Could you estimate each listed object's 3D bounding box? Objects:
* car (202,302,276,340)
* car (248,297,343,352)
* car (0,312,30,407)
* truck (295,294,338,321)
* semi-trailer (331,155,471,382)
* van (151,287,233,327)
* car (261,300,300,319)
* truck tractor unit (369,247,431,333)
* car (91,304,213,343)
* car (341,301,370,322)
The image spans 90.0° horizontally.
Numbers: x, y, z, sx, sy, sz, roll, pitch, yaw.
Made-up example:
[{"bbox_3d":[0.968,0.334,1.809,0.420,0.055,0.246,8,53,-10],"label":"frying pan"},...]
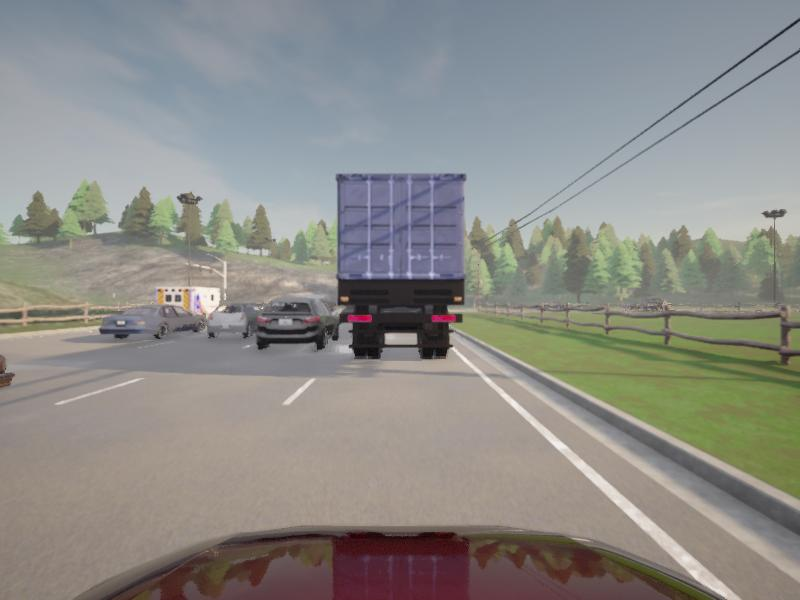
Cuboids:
[{"bbox_3d":[-7.000,0.843,17.847,1.845,1.501,3.633,0,0,0],"label":"car"},{"bbox_3d":[-3.500,0.763,14.477,2.242,1.667,4.611,0,-1,0],"label":"car"},{"bbox_3d":[-6.998,0.898,3.784,2.033,1.411,5.357,0,0,0],"label":"car"},{"bbox_3d":[-7.000,0.572,34.303,2.390,2.098,6.274,0,0,0],"label":"truck"},{"bbox_3d":[0.009,-0.606,14.869,2.717,4.402,14.254,0,0,0],"label":"semi-trailer"},{"bbox_3d":[-13.999,0.402,27.588,2.351,2.431,6.366,0,0,0],"label":"van"},{"bbox_3d":[-10.518,0.802,35.756,1.930,1.638,5.238,0,0,0],"label":"car"},{"bbox_3d":[-0.014,-0.496,22.789,3.053,4.208,6.516,0,0,0],"label":"truck tractor unit"},{"bbox_3d":[-10.500,0.910,17.571,2.033,1.411,5.357,0,0,0],"label":"car"},{"bbox_3d":[-3.501,0.873,32.227,1.837,1.490,4.892,0,0,0],"label":"car"}]
